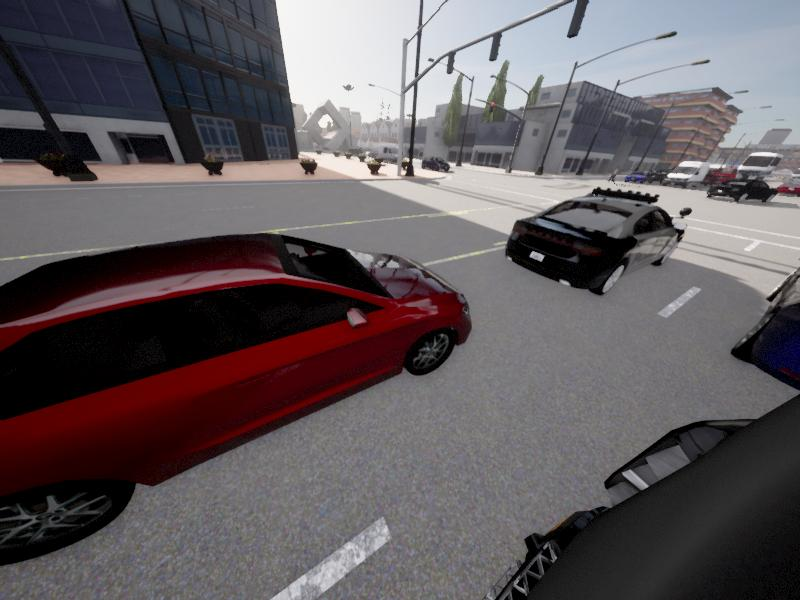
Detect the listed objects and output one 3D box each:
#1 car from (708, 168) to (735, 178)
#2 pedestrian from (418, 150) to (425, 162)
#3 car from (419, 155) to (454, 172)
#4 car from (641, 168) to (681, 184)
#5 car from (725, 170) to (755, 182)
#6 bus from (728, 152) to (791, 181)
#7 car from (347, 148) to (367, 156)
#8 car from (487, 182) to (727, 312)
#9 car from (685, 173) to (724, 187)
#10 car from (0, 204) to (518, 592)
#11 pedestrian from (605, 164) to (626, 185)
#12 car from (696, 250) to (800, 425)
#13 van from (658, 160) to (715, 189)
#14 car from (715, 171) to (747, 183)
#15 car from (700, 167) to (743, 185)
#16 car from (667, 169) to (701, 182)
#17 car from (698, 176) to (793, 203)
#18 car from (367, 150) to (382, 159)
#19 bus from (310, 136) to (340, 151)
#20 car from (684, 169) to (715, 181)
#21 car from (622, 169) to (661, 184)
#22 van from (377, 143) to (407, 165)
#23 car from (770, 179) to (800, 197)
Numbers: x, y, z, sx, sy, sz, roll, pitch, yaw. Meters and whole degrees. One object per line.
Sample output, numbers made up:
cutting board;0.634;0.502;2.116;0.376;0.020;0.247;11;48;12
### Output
car;63.338;-25.104;45.553;5.008;1.535;1.882;-16;38;-26
pedestrian;3.917;-26.696;42.834;0.751;1.860;0.751;-19;40;-31
car;4.326;-16.615;28.130;1.816;1.474;4.193;-15;38;-26
car;35.559;-16.919;31.434;5.238;1.638;1.930;-16;38;-26
car;58.538;-21.398;39.767;4.193;1.474;1.816;-17;38;-26
bus;67.754;-25.166;43.543;10.273;4.253;3.944;-16;38;-26
car;-11.076;-38.281;59.691;4.892;1.490;1.837;-22;41;-34
car;4.754;-1.610;5.286;5.238;1.638;1.930;-16;38;-26
car;39.799;-15.768;30.224;4.674;1.442;1.812;-16;38;-26
car;-1.188;0.152;2.293;4.193;1.474;1.816;-16;38;-26
pedestrian;22.686;-13.237;24.397;0.751;1.860;0.751;14;35;16
car;6.342;0.232;2.772;4.792;1.488;2.163;-16;38;-26
van;32.511;-14.202;26.198;5.915;2.561;1.988;-15;38;-27
car;53.026;-19.715;37.007;4.674;1.442;1.812;-17;38;-26
car;47.095;-18.181;33.827;5.566;2.045;2.150;-16;38;-26
car;43.986;-19.316;35.777;5.008;1.535;1.882;-16;38;-26
car;27.081;-8.676;18.195;5.008;1.535;1.882;-4;34;-11
car;-5.574;-31.665;50.224;2.033;1.411;5.357;-8;35;-17
bus;-28.363;-59.321;87.610;10.273;4.253;3.944;-9;35;-18
car;51.010;-21.395;39.344;4.892;1.490;1.837;-17;38;-26
car;29.721;-15.217;28.452;4.193;1.474;1.816;-16;38;-26
van;-1.338;-22.742;35.960;1.988;2.561;5.915;-15;37;-26
car;43.309;-12.323;25.378;4.181;1.385;1.994;-16;38;-26
